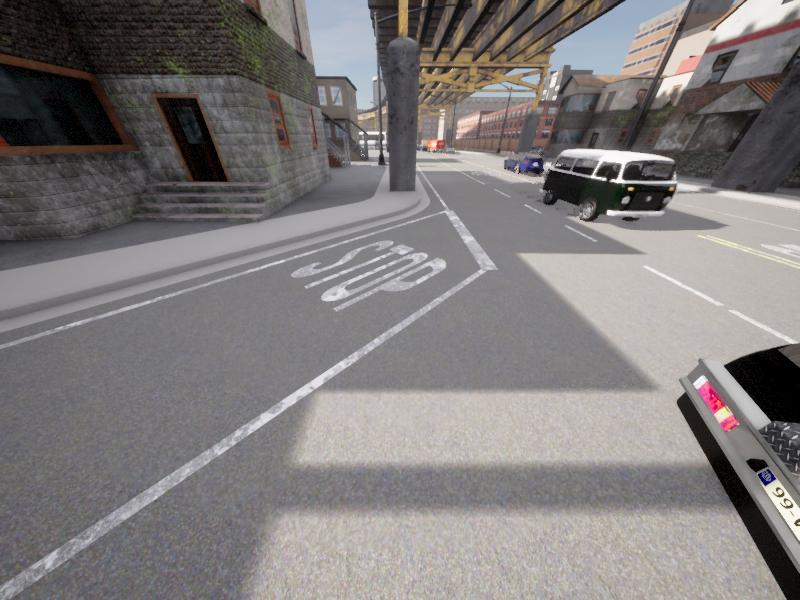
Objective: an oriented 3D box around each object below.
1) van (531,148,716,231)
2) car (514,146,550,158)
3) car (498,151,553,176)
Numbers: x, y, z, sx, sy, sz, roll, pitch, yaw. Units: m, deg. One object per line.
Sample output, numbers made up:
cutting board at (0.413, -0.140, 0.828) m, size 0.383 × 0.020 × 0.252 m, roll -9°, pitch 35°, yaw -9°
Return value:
van at (7.181, -4.249, 8.435) m, size 2.069 × 2.038 × 4.480 m, roll 0°, pitch 35°, yaw 0°
car at (22.766, -25.623, 39.858) m, size 4.974 × 1.542 × 2.038 m, roll 18°, pitch 38°, yaw 24°
car at (10.628, -11.914, 20.043) m, size 2.163 × 1.488 × 4.792 m, roll 0°, pitch 35°, yaw 0°
